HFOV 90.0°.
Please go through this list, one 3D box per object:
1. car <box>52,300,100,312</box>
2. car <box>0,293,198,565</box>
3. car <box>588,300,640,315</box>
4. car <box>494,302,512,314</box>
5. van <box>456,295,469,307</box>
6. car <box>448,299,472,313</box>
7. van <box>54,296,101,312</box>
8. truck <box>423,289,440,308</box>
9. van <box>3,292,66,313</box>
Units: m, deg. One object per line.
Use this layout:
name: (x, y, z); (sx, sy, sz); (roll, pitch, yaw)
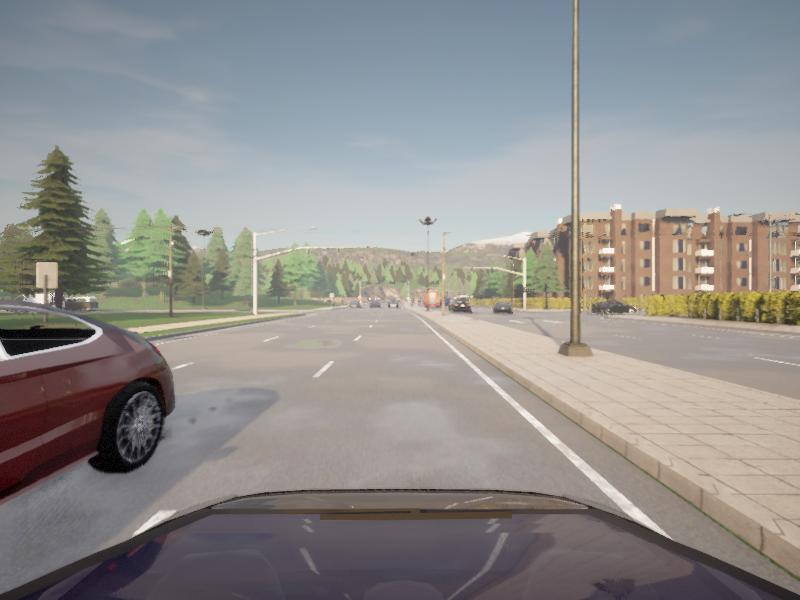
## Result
car: (-45.236, 0.768, 55.894); (5.238, 1.638, 1.930); (0, 0, 1)
car: (-3.499, 0.781, 2.287); (2.152, 1.651, 5.027); (0, 0, 0)
car: (23.563, 0.844, 44.110); (4.892, 1.490, 1.837); (0, -2, -10)
car: (12.158, 0.905, 47.104); (1.994, 1.385, 4.181); (0, 0, 14)
van: (13.725, 0.295, 88.543); (1.988, 2.561, 5.915); (0, 0, 0)
car: (7.517, 0.753, 50.576); (2.242, 1.667, 4.611); (0, 0, -2)
van: (-42.165, 0.568, 52.358); (4.480, 2.038, 2.069); (0, 0, 1)
truck: (6.725, -0.330, 86.426); (2.891, 3.827, 8.468); (0, 0, 0)
van: (-44.573, 0.319, 48.888); (5.915, 2.561, 1.988); (0, 0, 1)
